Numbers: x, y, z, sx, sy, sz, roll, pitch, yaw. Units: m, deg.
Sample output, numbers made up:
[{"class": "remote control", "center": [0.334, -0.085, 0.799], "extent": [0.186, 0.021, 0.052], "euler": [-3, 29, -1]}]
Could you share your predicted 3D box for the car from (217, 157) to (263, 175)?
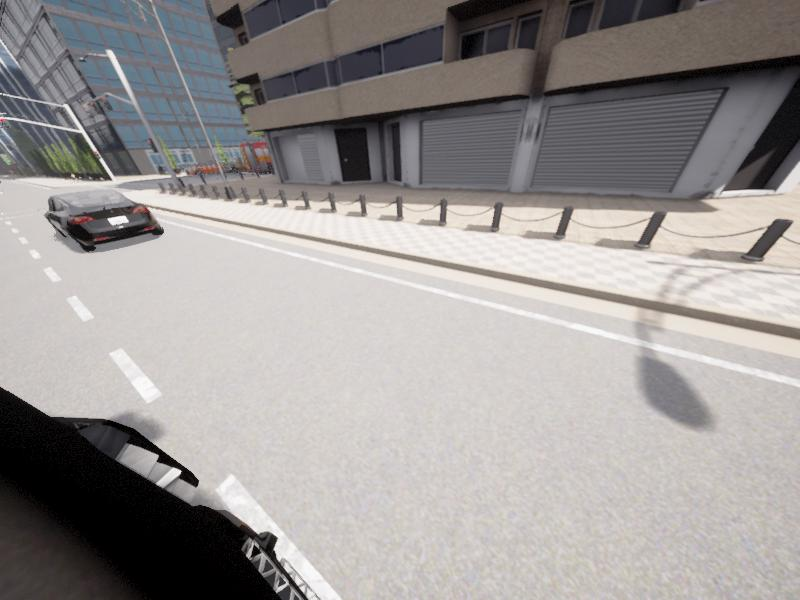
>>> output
[{"class": "car", "center": [-22.426, -18.948, 32.633], "extent": [1.932, 1.855, 4.605], "euler": [17, 38, 27]}]

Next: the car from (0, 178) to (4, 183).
[{"class": "car", "center": [-75.678, -22.399, 42.633], "extent": [4.514, 1.525, 2.007], "euler": [17, 38, 27]}]

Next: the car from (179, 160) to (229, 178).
[{"class": "car", "center": [-27.039, -18.280, 32.077], "extent": [2.097, 1.767, 4.553], "euler": [17, 38, 27]}]

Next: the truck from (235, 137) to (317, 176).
[{"class": "truck", "center": [-15.590, -18.821, 30.112], "extent": [2.891, 3.827, 8.468], "euler": [17, 38, 27]}]

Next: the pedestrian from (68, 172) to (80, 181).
[{"class": "pedestrian", "center": [-47.541, -17.971, 33.703], "extent": [0.500, 1.100, 0.500], "euler": [24, 42, 35]}]

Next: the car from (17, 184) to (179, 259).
[{"class": "car", "center": [-10.239, -2.889, 7.842], "extent": [4.792, 1.488, 2.163], "euler": [17, 38, 27]}]
